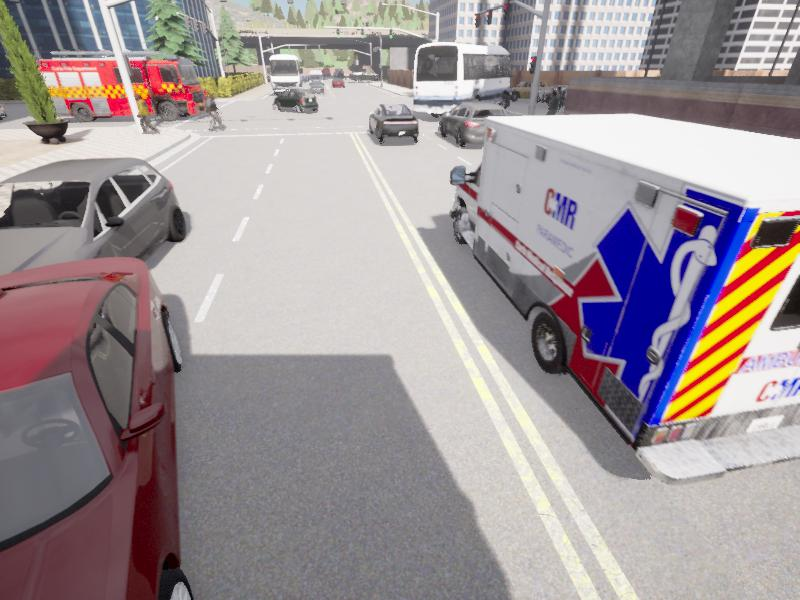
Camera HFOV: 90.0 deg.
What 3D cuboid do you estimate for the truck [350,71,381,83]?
[{"bbox_3d":[-7.157,-46.363,83.243,6.274,2.098,2.390,-5,31,-9],"label":"truck"}]

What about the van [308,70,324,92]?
[{"bbox_3d":[-12.159,-31.899,58.126,1.988,2.561,5.915,-5,31,-9],"label":"van"}]

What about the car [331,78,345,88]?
[{"bbox_3d":[-10.461,-36.600,67.329,1.994,1.385,4.181,-5,31,-9],"label":"car"}]

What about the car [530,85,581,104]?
[{"bbox_3d":[14.599,-19.330,37.615,3.806,1.475,1.970,-5,31,-8],"label":"car"}]

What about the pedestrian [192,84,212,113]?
[{"bbox_3d":[-14.845,-15.091,29.981,0.751,1.860,0.751,-3,30,-5],"label":"pedestrian"}]

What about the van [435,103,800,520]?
[{"bbox_3d":[2.461,-1.033,5.370,2.351,2.431,6.366,-5,31,-9],"label":"van"}]

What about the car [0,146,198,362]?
[{"bbox_3d":[-5.193,-1.121,6.300,2.242,1.667,4.611,-5,30,-8],"label":"car"}]

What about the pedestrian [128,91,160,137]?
[{"bbox_3d":[-11.969,-8.719,18.766,0.751,1.860,0.751,-15,33,-23],"label":"pedestrian"}]

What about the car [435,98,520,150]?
[{"bbox_3d":[3.330,-8.197,18.383,2.242,1.667,4.611,-5,31,-9],"label":"car"}]

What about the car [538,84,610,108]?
[{"bbox_3d":[14.925,-17.639,34.556,5.238,1.638,1.930,-5,31,-8],"label":"car"}]

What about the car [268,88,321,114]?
[{"bbox_3d":[-8.054,-15.191,30.488,3.705,1.549,1.789,20,35,31],"label":"car"}]

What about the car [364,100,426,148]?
[{"bbox_3d":[-0.370,-8.532,19.121,2.128,1.511,4.902,-5,31,-9],"label":"car"}]

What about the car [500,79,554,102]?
[{"bbox_3d":[12.684,-21.114,40.273,4.605,1.855,1.932,-4,31,-7],"label":"car"}]

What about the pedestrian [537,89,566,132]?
[{"bbox_3d":[7.614,-9.540,20.137,0.751,1.860,0.751,-19,35,-30],"label":"pedestrian"}]

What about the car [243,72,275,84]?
[{"bbox_3d":[-28.035,-44.310,79.785,5.566,2.045,2.150,-3,30,-5],"label":"car"}]

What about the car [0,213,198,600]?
[{"bbox_3d":[-2.745,0.956,2.851,1.882,1.535,5.008,-15,33,-23],"label":"car"}]

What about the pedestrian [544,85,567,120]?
[{"bbox_3d":[9.524,-12.120,24.552,0.751,1.860,0.751,-5,31,-8],"label":"pedestrian"}]

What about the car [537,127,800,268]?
[{"bbox_3d":[5.304,-2.659,8.990,1.801,1.575,5.366,-5,31,-9],"label":"car"}]

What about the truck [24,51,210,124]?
[{"bbox_3d":[-17.284,-13.471,25.313,8.468,3.827,2.891,-4,30,-6],"label":"truck"}]

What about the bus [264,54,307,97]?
[{"bbox_3d":[-13.916,-27.980,49.722,3.944,4.253,10.273,-5,31,-9],"label":"bus"}]

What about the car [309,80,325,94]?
[{"bbox_3d":[-10.766,-27.579,51.813,1.812,1.442,4.674,-5,31,-9],"label":"car"}]

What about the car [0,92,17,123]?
[{"bbox_3d":[-27.274,-11.732,24.535,4.856,1.649,2.033,-6,31,-9],"label":"car"}]

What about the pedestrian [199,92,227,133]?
[{"bbox_3d":[-9.735,-9.778,20.876,0.751,1.860,0.751,-1,30,-2],"label":"pedestrian"}]

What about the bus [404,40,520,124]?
[{"bbox_3d":[4.615,-15.193,27.813,3.944,4.253,10.273,15,34,27],"label":"bus"}]
